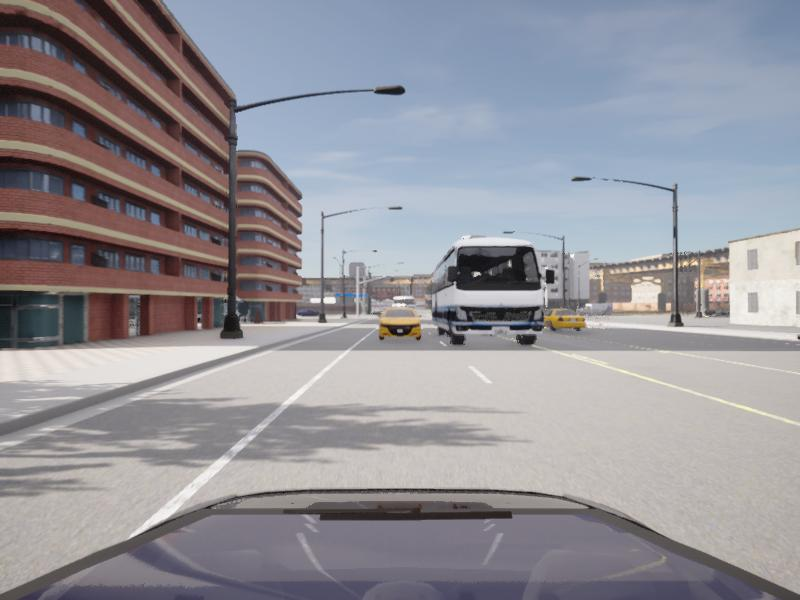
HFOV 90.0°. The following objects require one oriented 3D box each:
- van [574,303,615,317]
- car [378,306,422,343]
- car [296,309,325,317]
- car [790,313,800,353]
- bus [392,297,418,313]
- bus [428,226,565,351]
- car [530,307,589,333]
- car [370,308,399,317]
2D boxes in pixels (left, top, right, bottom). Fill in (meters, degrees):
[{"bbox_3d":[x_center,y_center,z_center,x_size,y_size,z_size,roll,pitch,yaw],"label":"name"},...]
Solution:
[{"bbox_3d":[36.119,1.840,74.385,6.366,2.431,2.351,0,-1,-1],"label":"van"},{"bbox_3d":[0.000,1.104,19.378,1.882,1.535,5.008,0,-1,0],"label":"car"},{"bbox_3d":[-15.625,2.293,69.761,4.674,1.442,1.812,0,-1,-2],"label":"car"},{"bbox_3d":[14.001,1.035,11.011,1.895,1.301,4.718,0,-1,0],"label":"car"},{"bbox_3d":[1.292,1.251,111.135,3.944,4.253,10.273,0,-1,-20],"label":"bus"},{"bbox_3d":[3.622,-0.267,18.783,3.944,4.253,10.273,0,-1,0],"label":"bus"},{"bbox_3d":[10.504,1.280,26.803,1.801,1.575,5.366,0,-2,0],"label":"car"},{"bbox_3d":[-2.804,2.251,73.256,4.974,1.542,2.038,0,-1,3],"label":"car"}]
